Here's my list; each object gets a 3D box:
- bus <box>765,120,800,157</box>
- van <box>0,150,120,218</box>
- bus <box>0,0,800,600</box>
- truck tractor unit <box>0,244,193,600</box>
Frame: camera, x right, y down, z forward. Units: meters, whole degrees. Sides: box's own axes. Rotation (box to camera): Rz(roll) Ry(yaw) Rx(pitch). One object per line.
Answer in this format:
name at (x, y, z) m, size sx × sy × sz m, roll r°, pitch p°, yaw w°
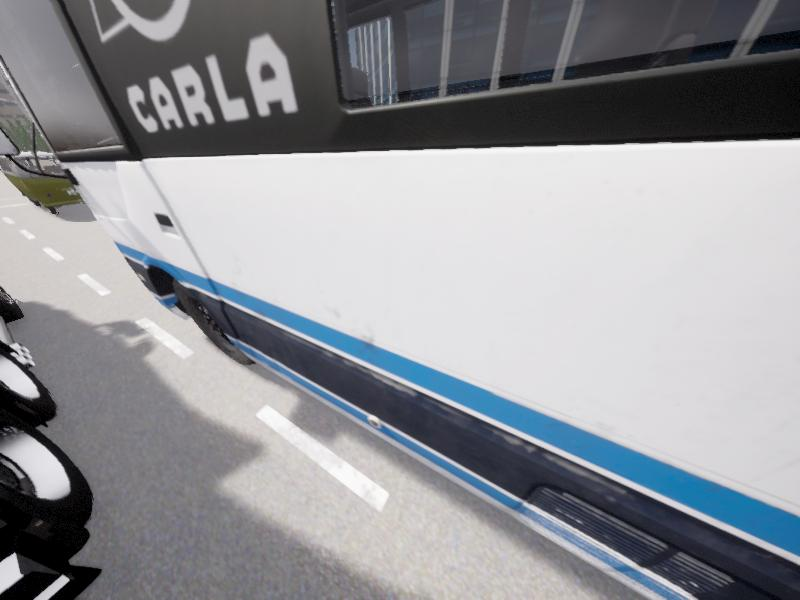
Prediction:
bus at (57.502, -21.910, 31.180) m, size 3.944 × 4.253 × 10.273 m, roll 18°, pitch 39°, yaw 24°
van at (-14.053, -4.846, 9.345) m, size 4.442 × 1.987 × 1.775 m, roll 18°, pitch 39°, yaw 24°
bus at (1.537, -0.742, 1.307) m, size 10.273 × 4.253 × 3.944 m, roll 16°, pitch 38°, yaw 25°
truck tractor unit at (-5.075, -0.336, 0.824) m, size 6.516 × 4.208 × 3.053 m, roll 20°, pitch 40°, yaw 26°
